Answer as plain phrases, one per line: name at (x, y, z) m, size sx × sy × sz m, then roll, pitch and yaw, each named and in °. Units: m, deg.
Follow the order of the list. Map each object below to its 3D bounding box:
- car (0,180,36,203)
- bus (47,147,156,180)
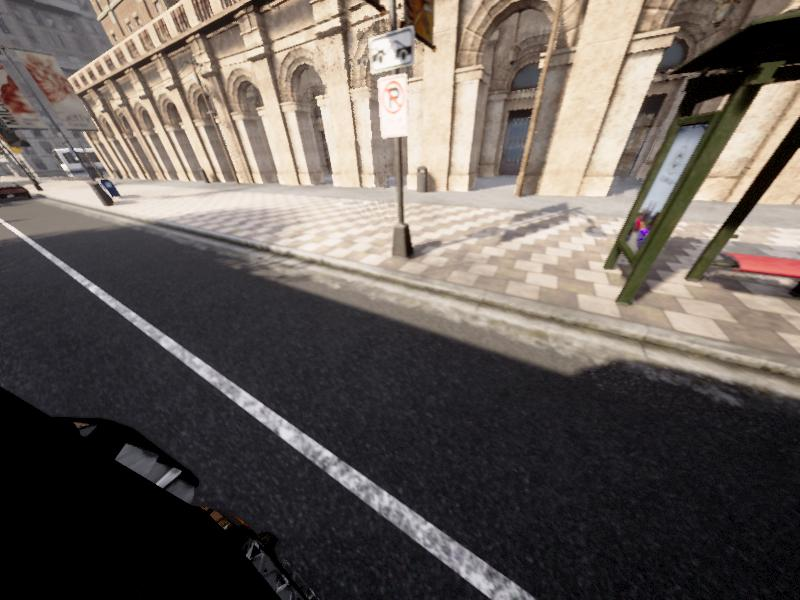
car at (-31.436, -8.668, 18.328) m, size 4.718 × 1.301 × 1.895 m, roll 15°, pitch 38°, yaw 25°
bus at (-51.207, -23.940, 40.304) m, size 3.944 × 4.253 × 10.273 m, roll 15°, pitch 38°, yaw 25°
